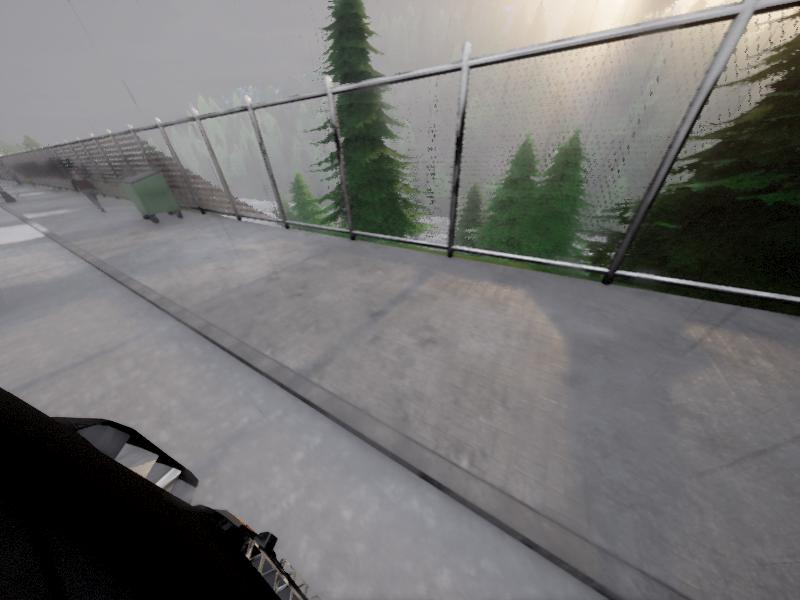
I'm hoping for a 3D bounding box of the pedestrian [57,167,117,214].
[{"bbox_3d":[-14.459,-5.053,10.719,0.751,1.860,0.751,16,38,26],"label":"pedestrian"}]

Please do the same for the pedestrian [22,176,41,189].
[{"bbox_3d":[-36.955,-11.755,23.158,0.500,1.100,0.500,14,37,24],"label":"pedestrian"}]

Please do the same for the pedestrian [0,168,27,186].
[{"bbox_3d":[-45.414,-14.458,27.163,0.751,1.860,0.751,17,38,27],"label":"pedestrian"}]
